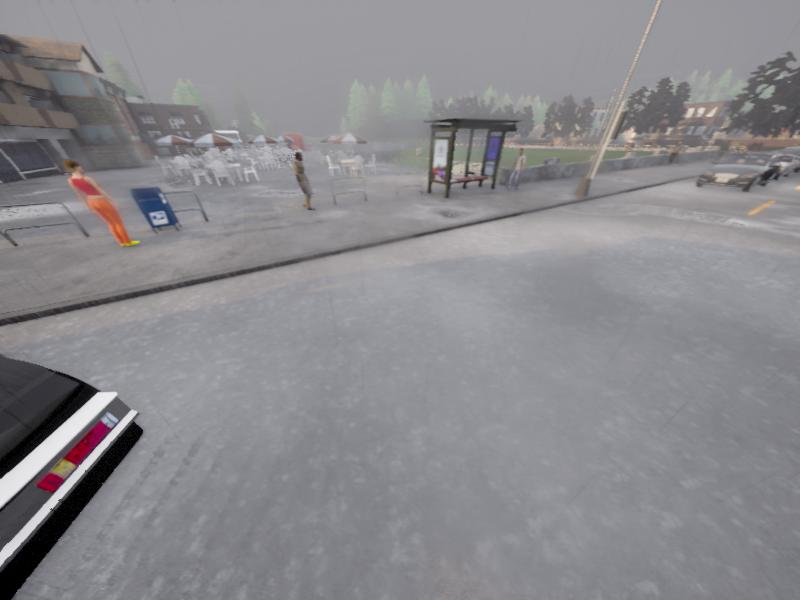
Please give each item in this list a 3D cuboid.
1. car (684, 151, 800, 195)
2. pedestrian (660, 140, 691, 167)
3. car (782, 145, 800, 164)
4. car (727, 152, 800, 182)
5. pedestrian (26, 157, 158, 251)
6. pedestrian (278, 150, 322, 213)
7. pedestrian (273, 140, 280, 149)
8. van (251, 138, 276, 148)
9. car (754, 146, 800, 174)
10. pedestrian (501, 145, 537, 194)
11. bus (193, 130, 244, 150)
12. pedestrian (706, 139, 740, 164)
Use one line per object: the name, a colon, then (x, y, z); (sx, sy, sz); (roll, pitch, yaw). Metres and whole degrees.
car: (17.602, -6.650, 11.890); (4.902, 1.511, 2.128); (-18, 39, -23)
pedestrian: (22.777, -12.148, 19.123); (0.751, 1.860, 0.751); (-19, 39, -24)
car: (39.270, -13.879, 21.999); (5.357, 1.411, 2.033); (-18, 39, -24)
car: (23.597, -8.616, 14.798); (4.718, 1.301, 1.895); (-18, 39, -24)
pedestrian: (-6.781, -2.141, 5.264); (0.751, 1.860, 0.751); (-1, 35, -1)
pedestrian: (-3.354, -4.043, 7.933); (0.751, 1.860, 0.751); (2, 35, 4)
pedestrian: (-31.561, -39.656, 59.040); (0.751, 1.860, 0.751); (1, 35, 2)
van: (-41.146, -47.380, 69.715); (5.915, 2.561, 1.988); (-18, 39, -24)
car: (29.466, -10.648, 17.440); (4.892, 1.490, 1.837); (-18, 39, -24)
pedestrian: (5.381, -5.980, 10.569); (0.751, 1.860, 0.751); (-23, 41, -29)
bus: (-50.472, -44.886, 64.826); (10.273, 4.253, 3.944); (-18, 39, -24)
pedestrian: (28.583, -13.157, 20.482); (0.751, 1.860, 0.751); (-10, 36, -14)
